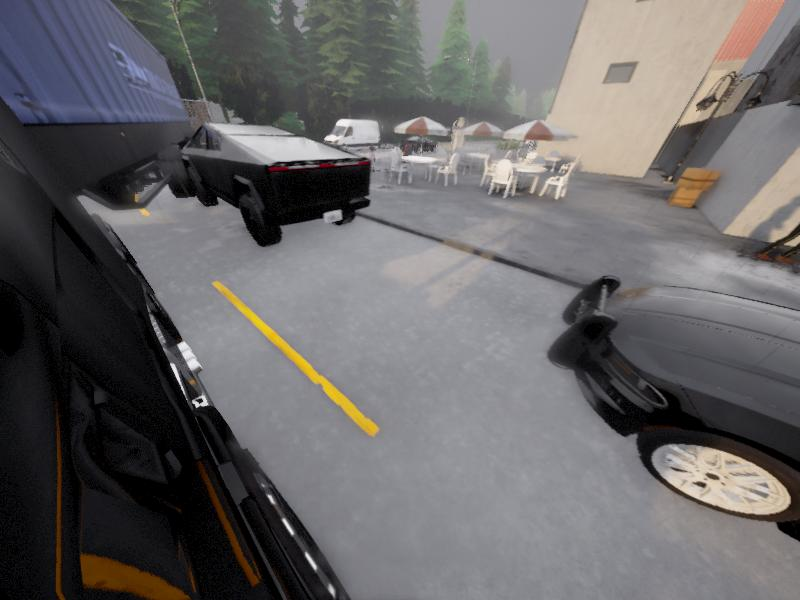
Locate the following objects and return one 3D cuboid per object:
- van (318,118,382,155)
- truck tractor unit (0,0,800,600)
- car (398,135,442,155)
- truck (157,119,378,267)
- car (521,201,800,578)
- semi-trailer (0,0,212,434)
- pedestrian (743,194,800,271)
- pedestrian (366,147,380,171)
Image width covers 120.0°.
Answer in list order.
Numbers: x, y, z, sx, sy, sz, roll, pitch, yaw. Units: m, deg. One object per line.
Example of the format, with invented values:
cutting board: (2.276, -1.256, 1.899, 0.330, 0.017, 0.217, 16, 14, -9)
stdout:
van: (-4.520, -15.655, 22.114, 1.988, 2.561, 5.915, 27, 43, 29)
truck tractor unit: (-2.645, -0.295, 0.352, 6.516, 4.208, 3.053, 28, 44, 30)
car: (2.126, -16.166, 24.030, 1.882, 1.535, 5.008, 28, 43, 30)
truck: (-3.625, -3.296, 6.084, 6.274, 2.098, 2.390, 30, 44, 31)
car: (3.866, 1.033, 1.129, 5.238, 1.638, 1.930, 27, 43, 30)
semi-trailer: (-7.193, -4.331, 5.291, 2.717, 4.402, 14.254, -19, 42, -25)
pedestrian: (8.405, -1.600, 4.589, 0.751, 1.860, 0.751, 22, 41, 23)
pedestrian: (-1.497, -7.854, 12.887, 0.500, 1.100, 0.500, -27, 46, -33)
